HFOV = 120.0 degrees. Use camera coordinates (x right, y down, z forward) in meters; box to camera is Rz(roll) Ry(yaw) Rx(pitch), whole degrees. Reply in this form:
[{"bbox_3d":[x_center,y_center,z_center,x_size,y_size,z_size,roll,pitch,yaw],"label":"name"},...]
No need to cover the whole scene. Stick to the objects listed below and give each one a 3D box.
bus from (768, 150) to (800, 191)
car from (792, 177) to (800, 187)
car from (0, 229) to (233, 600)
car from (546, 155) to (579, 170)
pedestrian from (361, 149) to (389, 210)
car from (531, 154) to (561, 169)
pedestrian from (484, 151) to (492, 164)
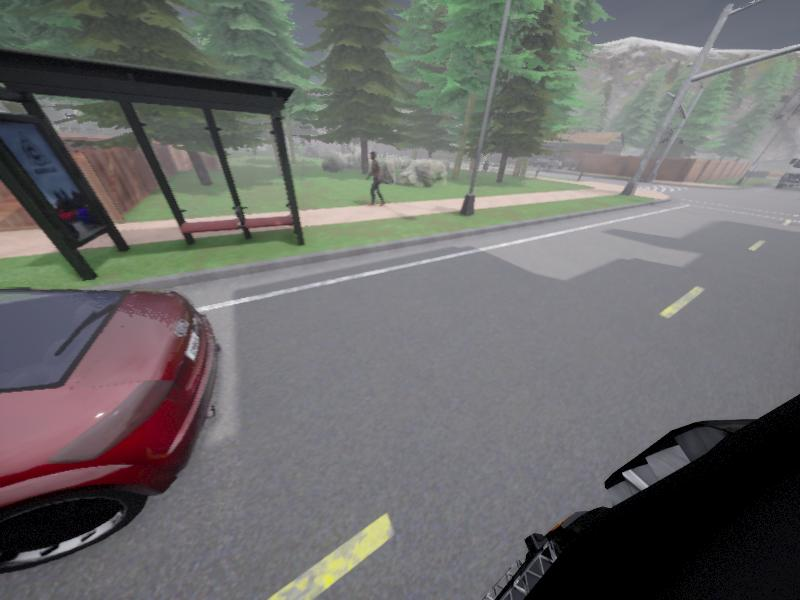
[{"bbox_3d":[47.037,-14.671,25.742,10.273,4.253,3.944,-16,38,-26],"label":"bus"},{"bbox_3d":[54.729,-15.821,30.534,4.902,1.511,2.128,-16,38,-26],"label":"car"},{"bbox_3d":[-3.550,0.862,1.128,4.181,1.385,1.994,-16,38,-26],"label":"car"},{"bbox_3d":[25.542,-21.570,36.267,4.605,1.855,1.932,-17,38,-27],"label":"car"},{"bbox_3d":[-0.902,-4.363,8.398,0.751,1.860,0.751,-10,36,-19],"label":"pedestrian"},{"bbox_3d":[23.903,-22.707,37.846,3.866,1.878,1.905,-17,38,-27],"label":"car"},{"bbox_3d":[15.801,-25.575,41.455,0.751,1.860,0.751,-14,37,-23],"label":"pedestrian"}]
